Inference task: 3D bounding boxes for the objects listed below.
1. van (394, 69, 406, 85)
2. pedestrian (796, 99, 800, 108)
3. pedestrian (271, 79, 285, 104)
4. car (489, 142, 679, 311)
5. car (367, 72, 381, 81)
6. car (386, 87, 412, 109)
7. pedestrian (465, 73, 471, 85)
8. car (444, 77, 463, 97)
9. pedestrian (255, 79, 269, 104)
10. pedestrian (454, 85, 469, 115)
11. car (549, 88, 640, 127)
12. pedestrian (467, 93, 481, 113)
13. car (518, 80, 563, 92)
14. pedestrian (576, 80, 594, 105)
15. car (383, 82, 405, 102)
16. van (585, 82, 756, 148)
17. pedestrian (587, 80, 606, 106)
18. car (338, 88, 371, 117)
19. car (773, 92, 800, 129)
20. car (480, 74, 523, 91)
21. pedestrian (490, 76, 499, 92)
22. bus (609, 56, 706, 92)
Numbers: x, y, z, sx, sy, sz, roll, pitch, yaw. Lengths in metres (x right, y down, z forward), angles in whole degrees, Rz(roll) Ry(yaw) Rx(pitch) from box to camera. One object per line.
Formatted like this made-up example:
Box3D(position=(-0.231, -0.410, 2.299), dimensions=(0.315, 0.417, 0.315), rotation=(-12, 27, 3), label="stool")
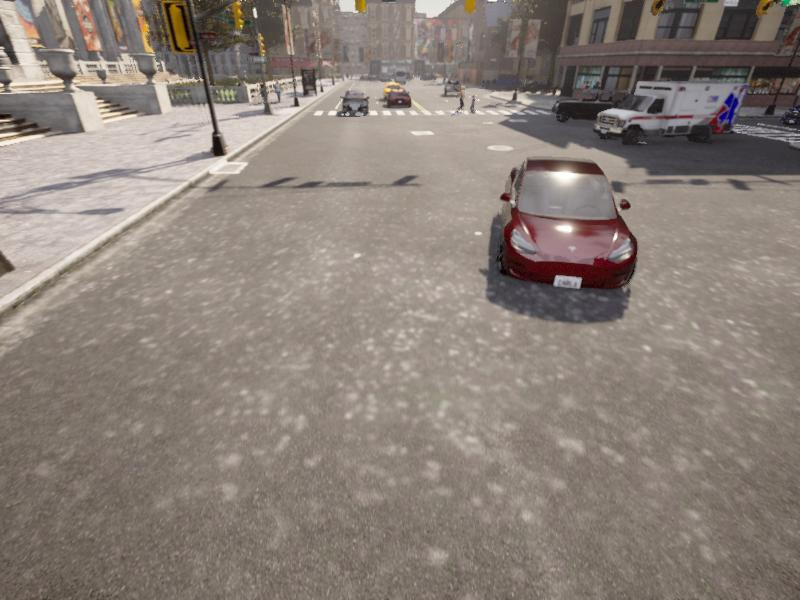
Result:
Box3D(position=(-0.002, -42.802, 76.578), dimensions=(1.988, 2.561, 5.915), rotation=(-1, 30, -2), label="van")
Box3D(position=(32.999, -16.431, 32.164), dimensions=(0.751, 1.860, 0.751), rotation=(0, 30, 0), label="pedestrian")
Box3D(position=(-10.294, -17.603, 33.775), dimensions=(0.751, 1.860, 0.751), rotation=(-11, 32, -19), label="pedestrian")
Box3D(position=(2.966, -1.785, 7.605), dimensions=(2.163, 1.488, 4.792), rotation=(7, 31, 11), label="car")
Box3D(position=(-5.806, -49.938, 89.375), dimensions=(1.932, 1.855, 4.605), rotation=(6, 30, 10), label="car")
Box3D(position=(-0.151, -17.363, 34.291), dimensions=(1.994, 1.385, 4.181), rotation=(-2, 30, -4), label="car")
Box3D(position=(12.070, -39.300, 71.031), dimensions=(0.751, 1.860, 0.751), rotation=(-3, 31, -6), label="pedestrian")
Box3D(position=(6.195, -25.009, 46.903), dimensions=(1.932, 1.855, 4.605), rotation=(3, 30, 4), label="car")
Box3D(position=(-11.574, -17.524, 33.629), dimensions=(0.751, 1.860, 0.751), rotation=(-6, 31, -10), label="pedestrian")
Box3D(position=(4.416, -14.337, 28.630), dimensions=(0.751, 1.860, 0.751), rotation=(-3, 30, -5), label="pedestrian")
Box3D(position=(11.880, -11.910, 24.584), dimensions=(4.605, 1.855, 1.932), rotation=(14, 33, 22), label="car")
Box3D(position=(5.481, -14.514, 29.497), dimensions=(0.751, 1.300, 0.751), rotation=(-1, 30, -3), label="pedestrian")
Box3D(position=(19.562, -29.928, 55.903), dimensions=(5.357, 1.411, 2.033), rotation=(-2, 30, -3), label="car")
Box3D(position=(15.877, -17.803, 34.353), dimensions=(0.751, 1.860, 0.751), rotation=(-10, 32, -16), label="pedestrian")
Box3D(position=(-0.696, -21.069, 40.449), dimensions=(1.882, 1.535, 5.008), rotation=(-2, 30, -4), label="car")
Box3D(position=(12.302, -8.646, 18.470), dimensions=(6.366, 2.431, 2.351), rotation=(-8, 31, -13), label="van")
Box3D(position=(16.625, -17.548, 33.923), dimensions=(0.751, 1.860, 0.751), rotation=(-4, 31, -7), label="pedestrian")
Box3D(position=(-3.237, -14.442, 29.138), dimensions=(2.128, 1.511, 4.902), rotation=(-2, 30, -4), label="car")
Box3D(position=(25.201, -11.035, 23.292), dimensions=(4.553, 1.767, 2.097), rotation=(-2, 30, -4), label="car")
Box3D(position=(14.839, -31.876, 58.544), dimensions=(5.566, 2.045, 2.150), rotation=(1, 31, 0), label="car")
Box3D(position=(12.614, -28.924, 53.617), dimensions=(0.751, 1.860, 0.751), rotation=(-3, 30, -5), label="pedestrian")
Box3D(position=(35.974, -31.747, 56.330), dimensions=(10.273, 4.253, 3.944), rotation=(-2, 30, -4), label="bus")
